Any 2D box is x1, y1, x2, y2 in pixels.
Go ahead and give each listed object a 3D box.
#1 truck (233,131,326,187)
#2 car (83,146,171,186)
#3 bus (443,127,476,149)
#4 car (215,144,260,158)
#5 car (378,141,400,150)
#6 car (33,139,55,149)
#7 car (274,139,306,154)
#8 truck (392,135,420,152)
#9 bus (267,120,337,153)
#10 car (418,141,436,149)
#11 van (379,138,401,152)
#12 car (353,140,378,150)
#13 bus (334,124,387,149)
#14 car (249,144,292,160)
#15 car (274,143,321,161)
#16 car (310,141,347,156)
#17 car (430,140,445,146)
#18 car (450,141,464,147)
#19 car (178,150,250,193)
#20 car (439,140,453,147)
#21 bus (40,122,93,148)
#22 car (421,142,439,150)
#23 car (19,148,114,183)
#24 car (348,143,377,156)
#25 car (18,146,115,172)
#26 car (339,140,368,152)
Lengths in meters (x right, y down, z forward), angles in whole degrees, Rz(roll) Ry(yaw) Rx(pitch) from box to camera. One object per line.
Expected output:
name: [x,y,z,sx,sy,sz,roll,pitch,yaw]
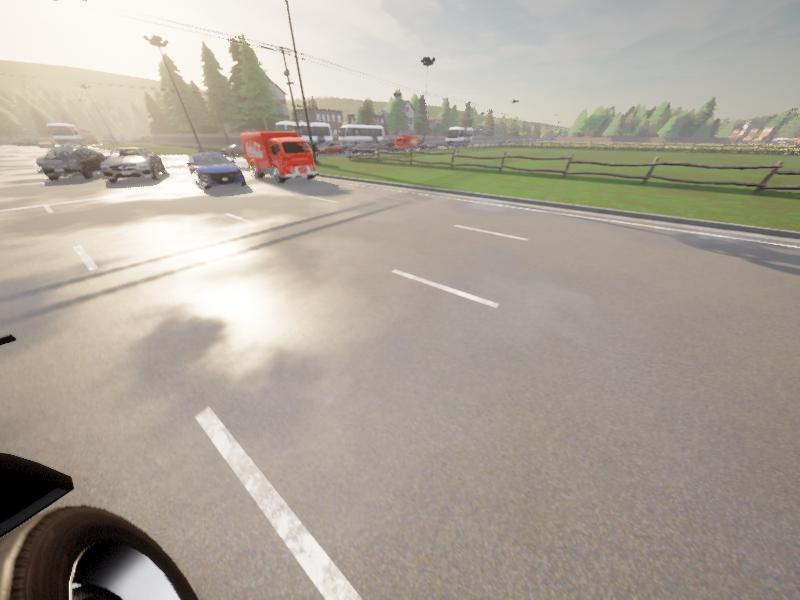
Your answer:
truck: [-7.313,-8.717,14.024,5.204,2.467,2.627,29,45,34]
car: [-16.455,-8.480,14.344,2.152,1.651,5.027,-20,40,-26]
bus: [15.208,-41.149,58.542,3.944,4.253,10.273,22,41,27]
car: [-21.361,-19.791,30.520,1.994,1.385,4.181,18,39,23]
car: [-2.264,-32.662,48.792,2.163,1.488,4.792,22,41,27]
car: [-72.475,-31.964,47.144,5.366,1.575,1.801,26,43,31]
car: [-17.058,-24.023,36.089,1.905,1.878,3.866,22,41,27]
truck: [1.127,-28.742,42.460,2.627,2.467,5.204,22,39,27]
bus: [-16.709,-28.643,40.583,3.944,4.253,10.273,22,41,28]
car: [6.302,-36.273,53.947,2.128,1.511,4.902,22,41,27]
van: [-1.870,-29.627,44.065,1.775,1.987,4.442,22,40,27]
car: [-6.996,-32.063,47.740,2.242,1.667,4.611,30,45,35]
bus: [-8.372,-35.659,50.578,10.273,4.253,3.944,-23,41,-30]
car: [-15.325,-17.713,27.538,1.970,1.475,3.806,17,39,22]
car: [-11.760,-17.290,26.928,2.007,1.525,4.514,19,39,24]
car: [-10.387,-22.373,34.001,2.242,1.667,4.611,22,41,27]
car: [11.407,-47.505,69.863,2.038,1.542,4.974,24,41,29]
car: [16.212,-44.480,65.828,1.895,1.301,4.718,22,41,27]
car: [-10.269,-7.205,12.666,1.882,1.535,5.008,-28,44,-34]
car: [13.469,-45.863,67.551,1.882,1.535,5.008,22,41,27]
bus: [-73.565,-36.611,51.353,3.944,4.253,10.273,-27,44,-33]
car: [6.426,-32.749,49.089,1.994,1.385,4.181,22,40,27]
car: [-20.305,-8.480,14.371,1.789,1.549,3.705,-18,39,-23]
car: [-5.550,-22.728,34.807,1.994,1.385,4.181,22,41,27]
car: [-26.257,-11.402,18.545,1.812,1.442,4.674,-7,36,-10]
car: [-8.282,-27.694,41.546,2.242,1.667,4.611,22,41,27]
